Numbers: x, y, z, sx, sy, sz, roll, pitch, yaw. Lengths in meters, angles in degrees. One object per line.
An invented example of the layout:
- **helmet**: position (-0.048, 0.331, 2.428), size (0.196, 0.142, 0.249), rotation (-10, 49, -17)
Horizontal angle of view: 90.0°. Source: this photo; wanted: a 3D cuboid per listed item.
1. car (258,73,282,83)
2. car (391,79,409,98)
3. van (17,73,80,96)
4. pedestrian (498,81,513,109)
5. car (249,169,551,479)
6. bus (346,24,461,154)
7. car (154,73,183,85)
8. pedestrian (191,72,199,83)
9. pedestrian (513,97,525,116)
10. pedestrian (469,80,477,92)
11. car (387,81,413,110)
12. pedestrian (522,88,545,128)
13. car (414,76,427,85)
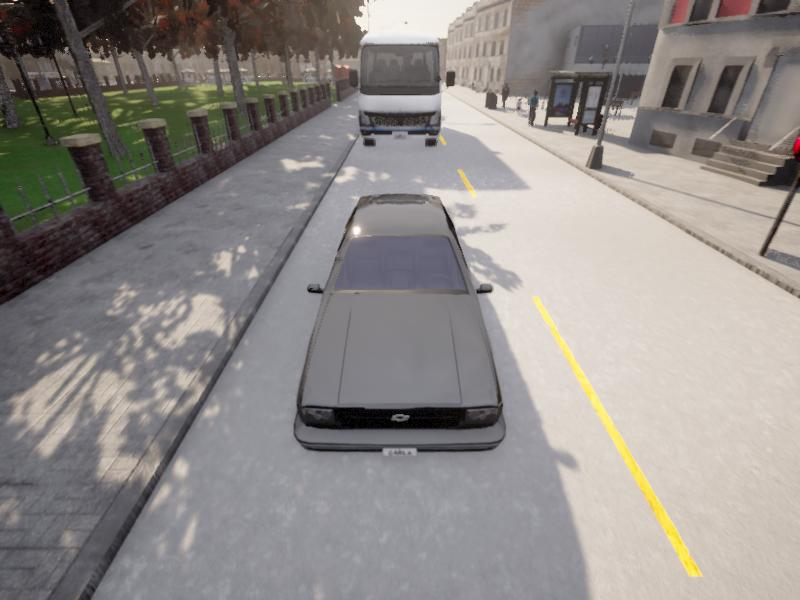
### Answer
- **car**: position (-28.480, -48.691, 87.763), size (4.553, 1.767, 2.097), rotation (0, 30, 0)
- **car**: position (-0.007, -24.206, 45.682), size (1.930, 1.638, 5.238), rotation (0, 30, 0)
- **van**: position (-45.286, -28.038, 51.843), size (2.351, 2.431, 6.366), rotation (0, 30, 0)
- **pedestrian**: position (8.135, -15.842, 30.936), size (0.751, 1.860, 0.751), rotation (2, 30, 4)
- **car**: position (-0.001, -0.440, 5.358), size (2.033, 1.411, 5.357), rotation (0, 30, 0)
- **bus**: position (0.120, -10.170, 19.142), size (3.944, 4.253, 10.273), rotation (0, 30, 0)
- **car**: position (-45.294, -43.374, 78.436), size (2.150, 2.045, 5.566), rotation (0, 30, 0)
- **pedestrian**: position (-39.870, -43.353, 77.871), size (0.751, 1.860, 0.751), rotation (1, 30, 2)
- **pedestrian**: position (7.977, -13.016, 26.864), size (0.500, 1.100, 0.500), rotation (2, 30, 3)
- **pedestrian**: position (9.197, -26.920, 50.402), size (0.751, 1.300, 0.751), rotation (-4, 31, -7)
- **car**: position (-0.003, -16.606, 32.463), size (1.905, 1.878, 3.866), rotation (0, 30, 0)
- **pedestrian**: position (7.150, -10.306, 21.487), size (0.751, 1.860, 0.751), rotation (0, 30, 0)
- **car**: position (3.940, -42.863, 78.128), size (2.163, 1.488, 4.792), rotation (0, 30, 0)
